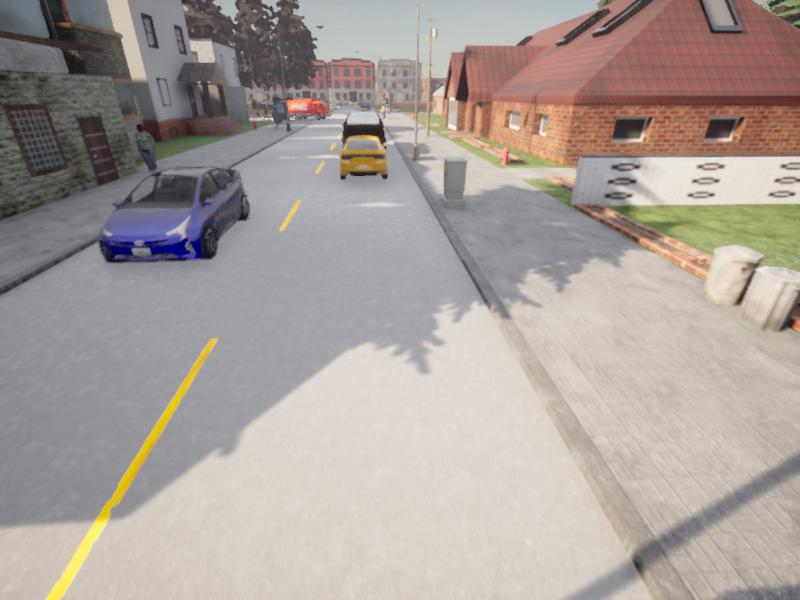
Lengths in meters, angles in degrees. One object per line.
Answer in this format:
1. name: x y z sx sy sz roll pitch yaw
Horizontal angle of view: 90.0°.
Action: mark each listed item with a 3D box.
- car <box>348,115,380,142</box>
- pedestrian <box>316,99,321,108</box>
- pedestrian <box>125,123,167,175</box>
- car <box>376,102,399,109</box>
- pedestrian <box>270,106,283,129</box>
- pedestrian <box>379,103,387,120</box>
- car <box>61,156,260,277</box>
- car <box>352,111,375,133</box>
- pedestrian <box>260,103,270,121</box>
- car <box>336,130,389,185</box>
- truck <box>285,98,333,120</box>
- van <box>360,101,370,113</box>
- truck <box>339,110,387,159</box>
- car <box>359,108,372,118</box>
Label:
1. car: -2.701 -13.109 30.403 2.128 1.511 4.902 -2 27 -4
2. pedestrian: -19.449 -46.872 95.464 0.751 1.860 0.751 -12 30 -22
3. pedestrian: -10.116 -6.034 15.975 0.751 1.860 0.751 -3 27 -6
4. car: -3.033 -47.348 97.330 5.366 1.575 1.801 -2 27 -4
5. pedestrian: -11.403 -16.846 36.946 0.751 1.860 0.751 -2 27 -5
6. pedestrian: -2.117 -24.059 51.005 0.751 1.860 0.751 11 29 20
7. car: -4.878 -2.173 9.143 2.007 1.525 4.514 -2 27 -4
8. car: -3.265 -16.238 36.372 1.851 1.617 3.988 -2 27 -3
9. pedestrian: -16.042 -22.323 47.563 0.751 1.860 0.751 2 27 3
10. car: -1.536 -6.180 16.923 1.882 1.535 5.008 -2 27 -4
11. truck: -11.661 -24.637 51.722 5.204 2.467 2.627 5 27 11
12. van: -6.636 -36.872 76.488 1.775 1.987 4.442 -2 27 -4
13. truck: -2.105 -9.838 23.412 2.390 2.098 6.274 -2 27 -4
14. car: -5.374 -28.957 61.868 1.895 1.301 4.718 -2 27 -4
